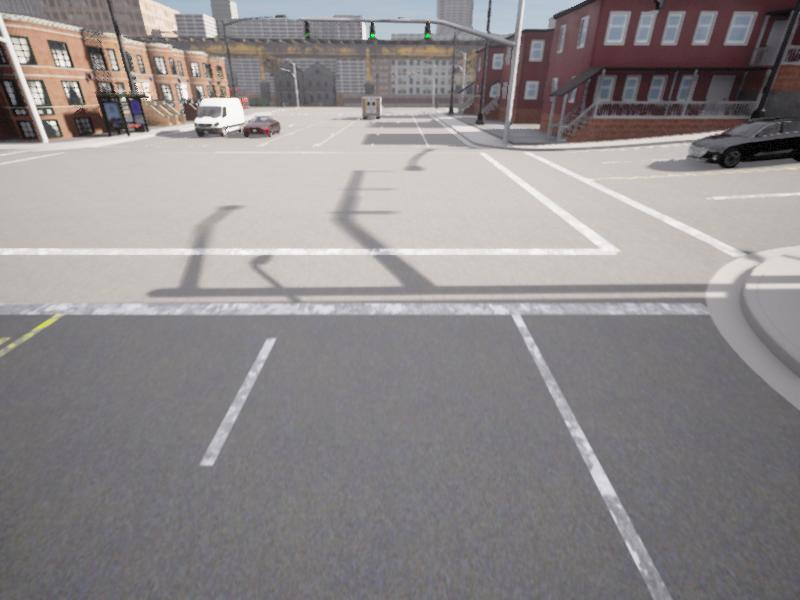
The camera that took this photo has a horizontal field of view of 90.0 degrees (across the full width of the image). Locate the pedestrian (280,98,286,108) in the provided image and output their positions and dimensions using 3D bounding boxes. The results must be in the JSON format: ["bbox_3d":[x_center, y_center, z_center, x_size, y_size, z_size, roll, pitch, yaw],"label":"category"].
[{"bbox_3d":[-23.717,-39.894,81.072,0.751,1.860,0.751,-3,28,-6],"label":"pedestrian"}]

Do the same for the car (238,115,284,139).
[{"bbox_3d":[-10.487,-13.282,30.532,1.994,1.385,4.181,0,27,0],"label":"car"}]

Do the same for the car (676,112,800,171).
[{"bbox_3d":[14.589,-6.507,16.358,4.856,1.649,2.033,-4,27,2],"label":"car"}]

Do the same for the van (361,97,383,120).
[{"bbox_3d":[-3.478,-24.390,50.763,2.351,2.431,6.366,0,27,0],"label":"van"}]

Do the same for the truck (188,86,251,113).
[{"bbox_3d":[-29.328,-32.830,65.398,8.468,3.827,2.891,0,27,0],"label":"truck"}]

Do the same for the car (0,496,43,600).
[{"bbox_3d":[-3.515,2.078,0.762,1.851,1.617,3.988,0,27,0],"label":"car"}]

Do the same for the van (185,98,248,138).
[{"bbox_3d":[-13.992,-14.222,31.060,1.988,2.561,5.915,0,27,0],"label":"van"}]
